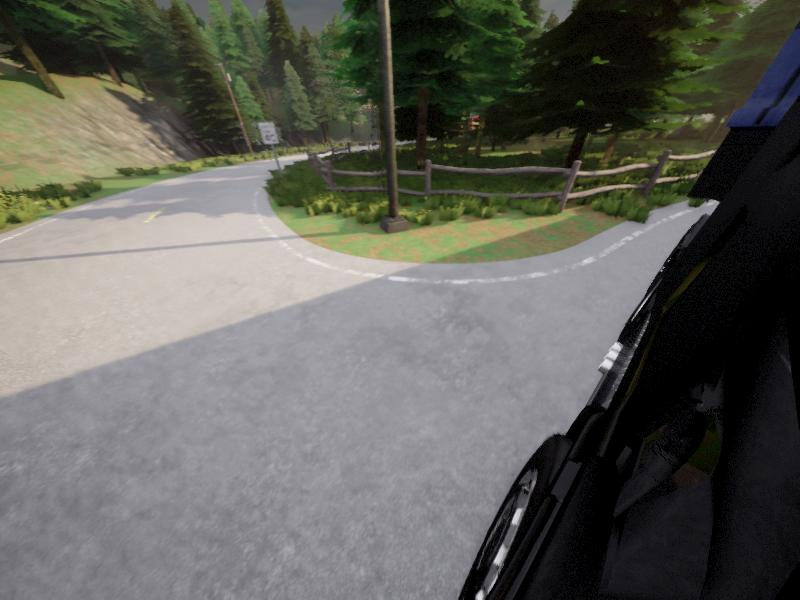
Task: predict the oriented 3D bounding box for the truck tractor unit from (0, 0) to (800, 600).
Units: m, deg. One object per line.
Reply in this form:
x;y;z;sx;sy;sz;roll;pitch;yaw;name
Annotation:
2.645;-0.295;0.351;6.516;4.208;3.053;-28;44;-30;truck tractor unit

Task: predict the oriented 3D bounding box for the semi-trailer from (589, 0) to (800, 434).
9.303;-3.088;3.546;14.254;4.402;2.717;-20;40;-22;semi-trailer
